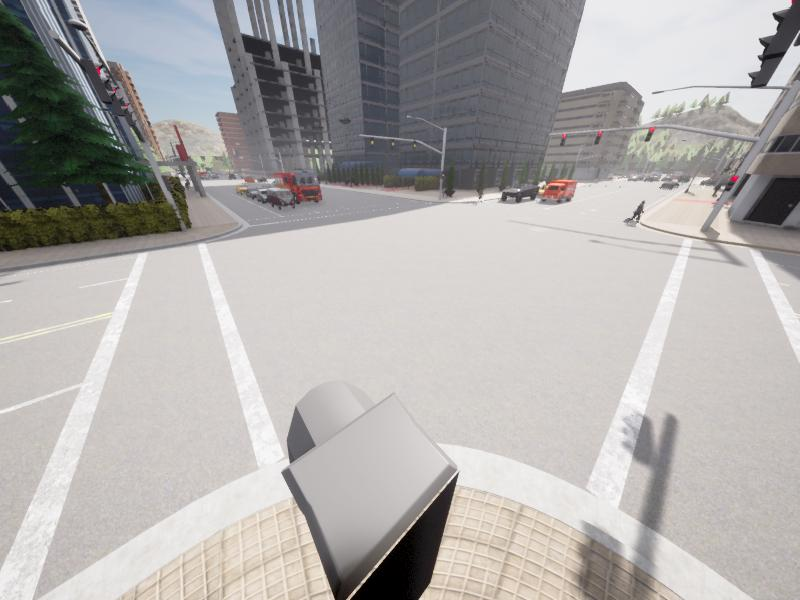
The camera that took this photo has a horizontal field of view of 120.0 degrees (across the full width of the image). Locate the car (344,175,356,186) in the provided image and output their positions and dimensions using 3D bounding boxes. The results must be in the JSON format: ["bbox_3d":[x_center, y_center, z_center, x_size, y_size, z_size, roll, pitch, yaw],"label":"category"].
[{"bbox_3d":[-11.925,-28.857,55.608,2.390,2.098,6.274,-5,30,-9],"label":"car"}]

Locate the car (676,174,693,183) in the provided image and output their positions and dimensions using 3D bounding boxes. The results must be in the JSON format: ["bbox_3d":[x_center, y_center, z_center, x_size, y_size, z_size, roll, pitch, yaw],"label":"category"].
[{"bbox_3d":[84.102,-35.973,68.273,5.566,2.045,2.150,-23,37,-34],"label":"car"}]

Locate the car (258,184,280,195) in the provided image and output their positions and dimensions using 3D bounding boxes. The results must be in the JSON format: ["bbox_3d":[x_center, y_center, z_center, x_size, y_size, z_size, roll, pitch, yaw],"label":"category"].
[{"bbox_3d":[-22.751,-19.262,40.000,1.994,1.385,4.181,-23,37,-35],"label":"car"}]

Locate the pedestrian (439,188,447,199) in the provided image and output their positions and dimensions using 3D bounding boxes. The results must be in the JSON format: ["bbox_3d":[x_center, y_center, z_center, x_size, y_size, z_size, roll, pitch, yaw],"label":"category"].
[{"bbox_3d":[5.825,-14.374,31.249,0.751,1.300,0.751,-9,31,-16],"label":"pedestrian"}]

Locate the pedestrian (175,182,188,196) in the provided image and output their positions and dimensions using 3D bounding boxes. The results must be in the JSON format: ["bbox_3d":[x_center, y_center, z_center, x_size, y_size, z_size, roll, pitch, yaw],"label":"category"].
[{"bbox_3d":[-32.785,-16.670,34.666,0.751,1.860,0.751,24,38,35],"label":"pedestrian"}]

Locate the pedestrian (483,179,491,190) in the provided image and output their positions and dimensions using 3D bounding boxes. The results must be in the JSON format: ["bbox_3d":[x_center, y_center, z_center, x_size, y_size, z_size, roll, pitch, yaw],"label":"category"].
[{"bbox_3d":[16.526,-21.920,43.724,0.751,1.860,0.751,-16,34,-25],"label":"pedestrian"}]

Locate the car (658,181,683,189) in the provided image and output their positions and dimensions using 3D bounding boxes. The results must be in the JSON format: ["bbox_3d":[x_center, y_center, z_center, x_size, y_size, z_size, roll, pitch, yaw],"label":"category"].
[{"bbox_3d":[56.302,-23.938,48.021,4.674,1.442,1.812,-15,33,-24],"label":"car"}]

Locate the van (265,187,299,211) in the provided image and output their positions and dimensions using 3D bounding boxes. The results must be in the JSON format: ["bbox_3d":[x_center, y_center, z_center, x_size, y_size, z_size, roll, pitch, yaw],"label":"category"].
[{"bbox_3d":[-13.002,-11.136,25.307,1.775,1.987,4.442,-23,37,-34],"label":"van"}]

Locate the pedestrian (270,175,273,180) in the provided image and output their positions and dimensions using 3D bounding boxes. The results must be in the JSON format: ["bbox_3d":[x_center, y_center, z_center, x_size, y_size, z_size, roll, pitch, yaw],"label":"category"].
[{"bbox_3d":[-45.388,-43.236,81.544,0.751,1.300,0.751,-19,35,-30],"label":"pedestrian"}]

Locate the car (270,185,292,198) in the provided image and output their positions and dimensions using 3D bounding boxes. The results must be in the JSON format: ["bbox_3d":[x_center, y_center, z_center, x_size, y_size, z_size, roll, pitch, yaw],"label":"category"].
[{"bbox_3d":[-18.233,-16.693,35.389,1.845,1.501,3.633,-23,37,-34],"label":"car"}]

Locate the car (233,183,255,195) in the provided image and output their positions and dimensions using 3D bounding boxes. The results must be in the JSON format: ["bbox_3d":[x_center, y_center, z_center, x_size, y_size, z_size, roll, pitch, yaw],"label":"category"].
[{"bbox_3d":[-26.297,-18.722,38.896,1.882,1.535,5.008,-23,37,-34],"label":"car"}]

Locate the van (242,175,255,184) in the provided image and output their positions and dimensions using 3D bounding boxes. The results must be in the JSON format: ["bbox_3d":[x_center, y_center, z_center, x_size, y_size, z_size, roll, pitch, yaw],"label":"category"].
[{"bbox_3d":[-41.835,-33.384,63.840,1.775,1.987,4.442,-23,37,-35],"label":"van"}]

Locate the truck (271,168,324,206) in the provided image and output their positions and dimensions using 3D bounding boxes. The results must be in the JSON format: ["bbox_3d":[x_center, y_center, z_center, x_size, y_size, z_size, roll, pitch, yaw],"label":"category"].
[{"bbox_3d":[-13.322,-14.808,29.830,2.891,3.827,8.468,-23,37,-34],"label":"truck"}]

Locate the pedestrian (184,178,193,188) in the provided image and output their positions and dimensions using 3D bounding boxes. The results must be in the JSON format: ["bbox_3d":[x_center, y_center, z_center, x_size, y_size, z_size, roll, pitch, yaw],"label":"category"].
[{"bbox_3d":[-43.881,-24.289,47.862,0.751,1.860,0.751,-20,35,-30],"label":"pedestrian"}]

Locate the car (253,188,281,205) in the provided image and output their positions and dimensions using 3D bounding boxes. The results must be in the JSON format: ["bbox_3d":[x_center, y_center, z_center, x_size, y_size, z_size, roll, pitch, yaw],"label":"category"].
[{"bbox_3d":[-17.092,-13.309,29.581,1.970,1.475,3.806,-23,37,-34],"label":"car"}]

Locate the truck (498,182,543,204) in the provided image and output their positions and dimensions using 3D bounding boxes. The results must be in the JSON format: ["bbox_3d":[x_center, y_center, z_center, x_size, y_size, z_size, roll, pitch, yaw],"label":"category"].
[{"bbox_3d":[16.129,-14.403,30.853,6.274,2.098,2.390,-22,37,-33],"label":"truck"}]

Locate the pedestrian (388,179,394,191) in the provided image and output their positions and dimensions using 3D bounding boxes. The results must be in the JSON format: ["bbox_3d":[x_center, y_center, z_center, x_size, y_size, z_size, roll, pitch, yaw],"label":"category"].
[{"bbox_3d":[-1.580,-20.744,41.720,0.751,1.860,0.751,-19,35,-29],"label":"pedestrian"}]

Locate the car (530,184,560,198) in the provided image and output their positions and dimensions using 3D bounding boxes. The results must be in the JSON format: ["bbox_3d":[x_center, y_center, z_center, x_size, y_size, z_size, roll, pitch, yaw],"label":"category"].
[{"bbox_3d":[22.172,-16.671,35.301,5.366,1.575,1.801,-22,37,-33],"label":"car"}]

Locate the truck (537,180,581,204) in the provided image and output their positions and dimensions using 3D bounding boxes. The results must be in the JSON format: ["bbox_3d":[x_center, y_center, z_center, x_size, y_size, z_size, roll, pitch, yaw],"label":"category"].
[{"bbox_3d":[20.639,-14.160,30.062,5.204,2.467,2.627,-23,37,-34],"label":"truck"}]

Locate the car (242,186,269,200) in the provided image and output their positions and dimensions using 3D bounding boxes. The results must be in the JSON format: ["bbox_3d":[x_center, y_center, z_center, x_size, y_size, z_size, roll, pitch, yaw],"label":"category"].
[{"bbox_3d":[-21.288,-15.726,33.851,2.033,1.411,5.357,-23,37,-34],"label":"car"}]

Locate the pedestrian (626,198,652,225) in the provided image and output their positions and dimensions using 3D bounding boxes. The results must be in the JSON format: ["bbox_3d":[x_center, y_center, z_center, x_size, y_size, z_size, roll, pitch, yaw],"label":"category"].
[{"bbox_3d":[18.791,-6.980,18.186,0.751,1.860,0.751,-25,38,-36],"label":"pedestrian"}]

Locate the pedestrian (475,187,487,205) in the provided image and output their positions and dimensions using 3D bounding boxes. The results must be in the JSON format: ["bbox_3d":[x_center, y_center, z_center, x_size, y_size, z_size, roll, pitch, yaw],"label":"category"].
[{"bbox_3d":[9.660,-12.440,27.643,0.751,1.860,0.751,-16,34,-26],"label":"pedestrian"}]
